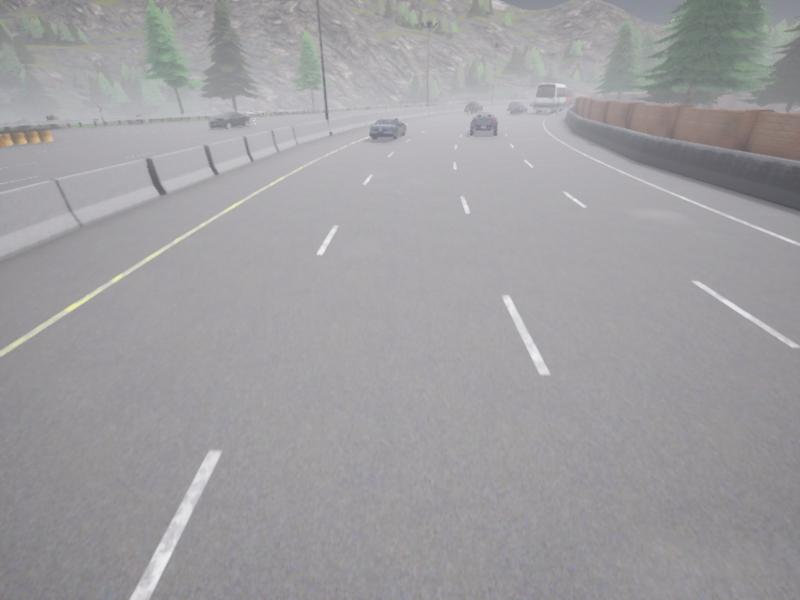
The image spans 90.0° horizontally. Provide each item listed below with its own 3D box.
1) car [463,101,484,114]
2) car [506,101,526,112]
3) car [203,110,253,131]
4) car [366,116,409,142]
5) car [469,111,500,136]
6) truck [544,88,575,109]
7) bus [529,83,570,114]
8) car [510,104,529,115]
[{"bbox_3d":[11.911,-30.968,64.291,1.932,1.855,4.605,12,30,23],"label":"car"},{"bbox_3d":[21.214,-35.476,73.149,2.033,1.649,4.856,15,31,27],"label":"car"},{"bbox_3d":[-16.620,-17.526,38.997,1.882,1.535,5.008,5,28,11],"label":"car"},{"bbox_3d":[-0.826,-12.892,30.003,2.033,1.411,5.357,5,28,11],"label":"car"},{"bbox_3d":[7.048,-14.670,33.098,2.152,1.651,5.027,5,28,12],"label":"car"},{"bbox_3d":[33.192,-41.824,82.907,2.891,3.827,8.468,19,33,33],"label":"truck"},{"bbox_3d":[24.633,-33.038,65.547,3.944,4.253,10.273,14,31,26],"label":"bus"},{"bbox_3d":[18.667,-29.775,62.522,1.895,1.301,4.718,12,30,23],"label":"car"}]
